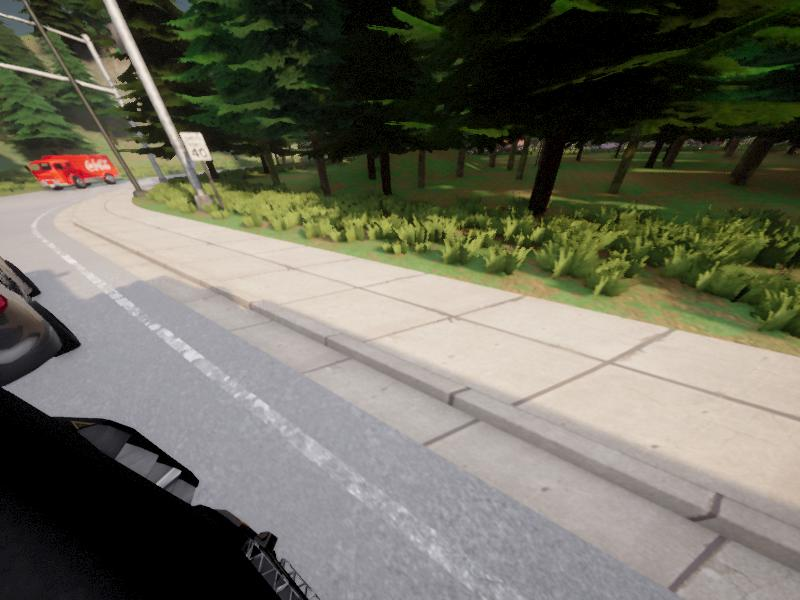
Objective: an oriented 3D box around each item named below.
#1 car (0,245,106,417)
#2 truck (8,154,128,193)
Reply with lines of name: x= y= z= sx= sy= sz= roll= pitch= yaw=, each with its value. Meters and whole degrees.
car: x=-6.261 y=0.081 z=2.638 sx=4.611 sy=1.667 sz=2.242 roll=16 pitch=38 yaw=26
truck: x=-28.347 y=-11.244 z=20.251 sx=2.627 sy=2.467 sz=5.204 roll=-6 pitch=34 yaw=-6
